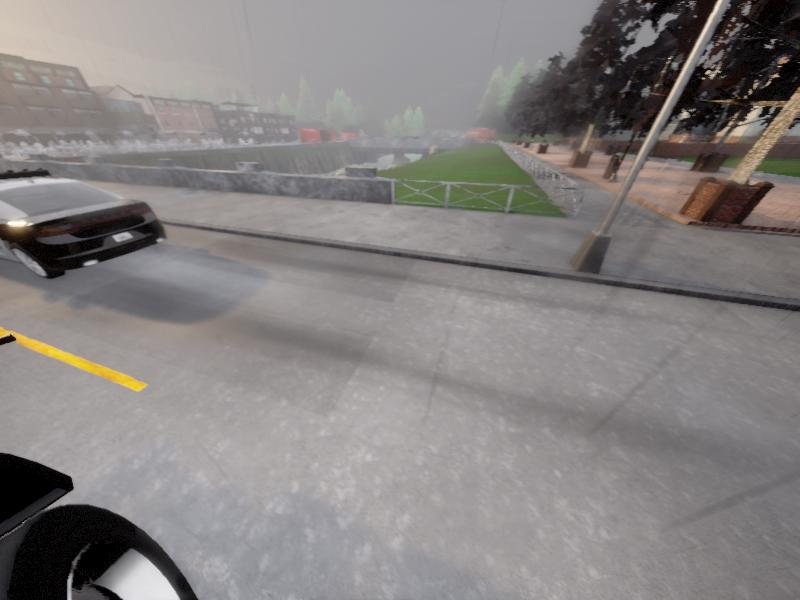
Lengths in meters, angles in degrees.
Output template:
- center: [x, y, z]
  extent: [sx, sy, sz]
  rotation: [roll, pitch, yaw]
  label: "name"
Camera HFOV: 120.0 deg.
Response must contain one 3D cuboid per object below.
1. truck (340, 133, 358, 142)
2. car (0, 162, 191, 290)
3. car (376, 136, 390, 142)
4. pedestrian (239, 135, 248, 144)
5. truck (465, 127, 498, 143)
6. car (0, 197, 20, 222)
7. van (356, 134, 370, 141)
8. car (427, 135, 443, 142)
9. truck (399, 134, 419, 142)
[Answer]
- center: [-17.688, -56.883, 80.622]
  extent: [5.204, 2.467, 2.627]
  rotation: [10, 37, 14]
  label: "truck"
- center: [-7.795, -1.828, 4.940]
  extent: [5.238, 1.638, 1.930]
  rotation: [10, 37, 14]
  label: "car"
- center: [-5.877, -56.745, 81.348]
  extent: [4.514, 1.525, 2.007]
  rotation: [10, 37, 14]
  label: "car"
- center: [-36.835, -37.786, 54.382]
  extent: [0.751, 1.860, 0.751]
  rotation: [10, 37, 14]
  label: "pedestrian"
- center: [24.479, -49.674, 69.614]
  extent: [8.468, 3.827, 2.891]
  rotation: [10, 37, 14]
  label: "truck"
- center: [-15.230, -3.357, 6.687]
  extent: [5.566, 2.045, 2.150]
  rotation: [10, 37, 14]
  label: "car"
- center: [-13.283, -58.325, 83.055]
  extent: [4.442, 1.987, 1.775]
  rotation: [10, 37, 14]
  label: "van"
- center: [11.619, -53.698, 76.824]
  extent: [4.605, 1.855, 1.932]
  rotation: [10, 37, 14]
  label: "car"
- center: [3.044, -55.368, 78.914]
  extent: [6.274, 2.098, 2.390]
  rotation: [10, 37, 14]
  label: "truck"
